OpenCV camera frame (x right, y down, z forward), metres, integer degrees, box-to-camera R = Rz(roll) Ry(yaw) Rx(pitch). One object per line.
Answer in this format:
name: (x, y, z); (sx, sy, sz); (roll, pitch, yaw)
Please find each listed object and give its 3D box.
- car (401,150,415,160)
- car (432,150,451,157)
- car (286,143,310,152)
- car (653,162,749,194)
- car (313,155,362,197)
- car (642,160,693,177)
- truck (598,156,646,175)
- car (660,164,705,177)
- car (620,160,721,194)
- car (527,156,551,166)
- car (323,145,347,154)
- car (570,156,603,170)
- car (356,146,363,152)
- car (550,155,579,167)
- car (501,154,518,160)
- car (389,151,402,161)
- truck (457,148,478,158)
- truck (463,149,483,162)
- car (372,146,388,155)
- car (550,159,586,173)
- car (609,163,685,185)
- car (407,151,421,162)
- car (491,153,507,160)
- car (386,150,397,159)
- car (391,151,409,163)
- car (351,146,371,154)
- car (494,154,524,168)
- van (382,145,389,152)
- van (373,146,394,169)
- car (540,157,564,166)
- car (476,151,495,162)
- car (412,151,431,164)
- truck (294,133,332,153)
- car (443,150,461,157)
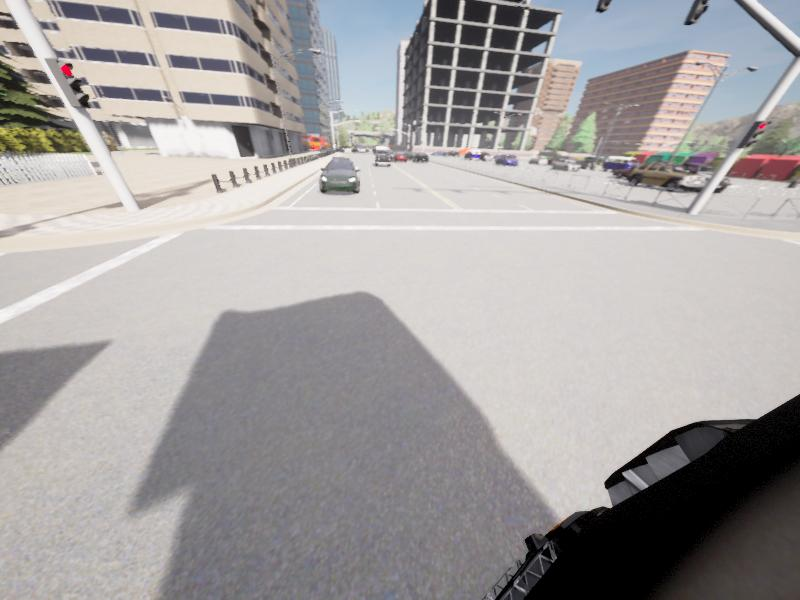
car: (1.574, -30.934, 49.234); (2.033, 1.411, 5.357); (-2, 34, -8)
car: (12.728, -45.389, 71.571); (5.357, 1.411, 2.033); (-2, 34, -8)
car: (-25.200, -37.781, 57.245); (4.974, 1.542, 2.038); (-3, 34, -8)
car: (23.647, -9.824, 18.468); (1.905, 1.878, 3.866); (-2, 34, -8)
car: (-3.229, -7.070, 12.926); (2.038, 1.542, 4.974); (-2, 34, -7)
car: (40.809, -20.290, 35.451); (1.932, 1.855, 4.605); (-2, 34, -8)
truck: (32.678, -20.029, 34.284); (2.069, 2.038, 4.478); (-2, 34, -8)
car: (43.678, -20.188, 35.891); (1.784, 1.438, 3.905); (-2, 34, -8)
car: (20.772, -9.748, 18.135); (1.932, 1.855, 4.605); (-2, 34, -8)
car: (27.839, -27.991, 46.485); (1.970, 1.475, 3.806); (-2, 34, -8)
car: (-16.351, -38.023, 58.222); (5.238, 1.638, 1.930); (12, 35, 14)
car: (31.844, -23.484, 39.584); (1.905, 1.878, 3.866); (-2, 34, -8)
car: (-14.061, -52.573, 80.329); (2.033, 1.649, 4.856); (-2, 34, -8)
car: (33.369, -28.429, 47.116); (1.932, 1.855, 4.605); (-2, 34, -8)
car: (35.384, -46.329, 74.676); (4.193, 1.474, 1.816); (-2, 34, -8)
car: (-0.895, -26.570, 42.586); (1.895, 1.301, 4.718); (-2, 34, -8)
truck: (21.108, -46.144, 72.445); (5.204, 2.467, 2.627); (-2, 34, -8)
truck: (15.725, -31.378, 50.063); (2.069, 2.038, 4.478); (-2, 34, -8)
car: (-5.190, -38.852, 60.088); (3.866, 1.878, 1.905); (-3, 34, -8)
car: (24.068, -19.406, 33.316); (1.970, 1.475, 3.806); (-2, 34, -8)
car: (25.499, -13.301, 24.246); (2.033, 1.415, 5.357); (-2, 34, -8)
car: (2.530, -26.931, 43.250); (1.812, 1.442, 4.674); (-2, 34, -8)
car: (30.392, -44.125, 71.079); (3.806, 1.475, 1.970); (-2, 34, -8)
car: (-1.820, -30.493, 48.273); (1.812, 1.442, 4.674); (-2, 34, -8)
car: (-0.050, -23.117, 37.299); (2.163, 1.488, 4.792); (-2, 34, -8)
car: (-10.820, -41.627, 64.098); (4.974, 1.542, 2.038); (-23, 41, -34)
car: (17.668, -22.822, 37.839); (2.242, 1.667, 4.611); (-2, 34, -8)
van: (-6.116, -63.667, 96.862); (2.351, 2.431, 6.366); (-2, 34, -8)
van: (-2.058, -17.153, 27.690); (2.069, 2.038, 4.480); (-2, 34, -8)
car: (30.709, -28.125, 46.843); (1.784, 1.438, 3.905); (-2, 34, -8)
car: (18.580, -31.447, 50.549); (1.932, 1.855, 4.605); (-2, 34, -8)
car: (3.394, -23.382, 37.901); (1.882, 1.535, 5.008); (-2, 34, -8)
truck: (-22.330, -40.790, 59.953); (8.468, 3.827, 2.891); (-3, 34, -8)
car: (15.434, -43.656, 68.924); (4.892, 1.490, 1.837); (-2, 34, -8)
